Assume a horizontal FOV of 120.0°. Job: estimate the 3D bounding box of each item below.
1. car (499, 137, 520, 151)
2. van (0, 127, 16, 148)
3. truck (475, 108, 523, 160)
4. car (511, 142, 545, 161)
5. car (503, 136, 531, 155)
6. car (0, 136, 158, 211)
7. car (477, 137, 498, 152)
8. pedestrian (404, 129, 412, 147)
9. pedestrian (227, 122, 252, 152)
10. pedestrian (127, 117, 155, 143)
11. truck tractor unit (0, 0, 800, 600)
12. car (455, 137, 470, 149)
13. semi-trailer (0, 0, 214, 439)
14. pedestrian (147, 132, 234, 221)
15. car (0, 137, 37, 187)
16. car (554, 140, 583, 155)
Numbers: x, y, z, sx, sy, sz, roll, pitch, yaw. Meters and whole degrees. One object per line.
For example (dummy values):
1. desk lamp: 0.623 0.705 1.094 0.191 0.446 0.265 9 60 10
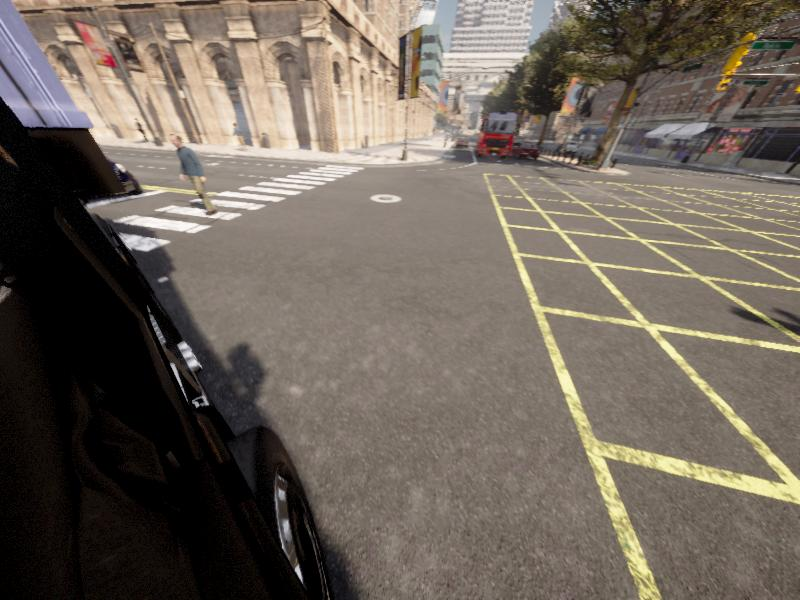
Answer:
1. car: 16.210 -23.161 34.324 1.970 1.475 3.806 10 37 9
2. van: -31.080 -12.110 15.790 5.915 2.561 1.988 10 37 9
3. truck: 10.068 -17.603 24.568 2.891 3.827 8.468 10 37 9
4. car: 13.298 -15.671 24.298 1.895 1.301 4.718 10 37 9
5. car: 14.873 -19.866 29.578 2.097 1.767 4.553 10 37 9
6. car: -10.128 -3.875 6.922 3.633 1.501 1.845 9 37 9
7. car: 11.764 -21.092 31.290 1.970 1.475 3.806 9 37 9
8. pedestrian: 1.014 -21.135 30.074 0.751 1.860 0.751 10 37 10
9. pedestrian: -12.324 -12.520 17.758 0.751 1.860 0.751 12 38 12
10. pedestrian: -23.457 -15.433 20.964 0.751 1.860 0.751 10 37 10
11. truck tractor unit: -2.645 -0.295 0.351 6.516 4.208 3.053 28 44 30
12. car: 9.275 -23.284 34.205 1.895 1.301 4.718 9 37 9
13. semi-trailer: -9.743 -2.547 2.755 14.254 4.402 2.717 14 38 14
14. pedestrian: -5.234 -3.144 5.929 0.751 1.860 0.751 16 39 17
15. car: -16.226 -4.884 7.899 4.514 1.525 2.007 9 37 9
16. car: 24.021 -21.918 33.143 1.970 1.475 3.806 10 37 9
